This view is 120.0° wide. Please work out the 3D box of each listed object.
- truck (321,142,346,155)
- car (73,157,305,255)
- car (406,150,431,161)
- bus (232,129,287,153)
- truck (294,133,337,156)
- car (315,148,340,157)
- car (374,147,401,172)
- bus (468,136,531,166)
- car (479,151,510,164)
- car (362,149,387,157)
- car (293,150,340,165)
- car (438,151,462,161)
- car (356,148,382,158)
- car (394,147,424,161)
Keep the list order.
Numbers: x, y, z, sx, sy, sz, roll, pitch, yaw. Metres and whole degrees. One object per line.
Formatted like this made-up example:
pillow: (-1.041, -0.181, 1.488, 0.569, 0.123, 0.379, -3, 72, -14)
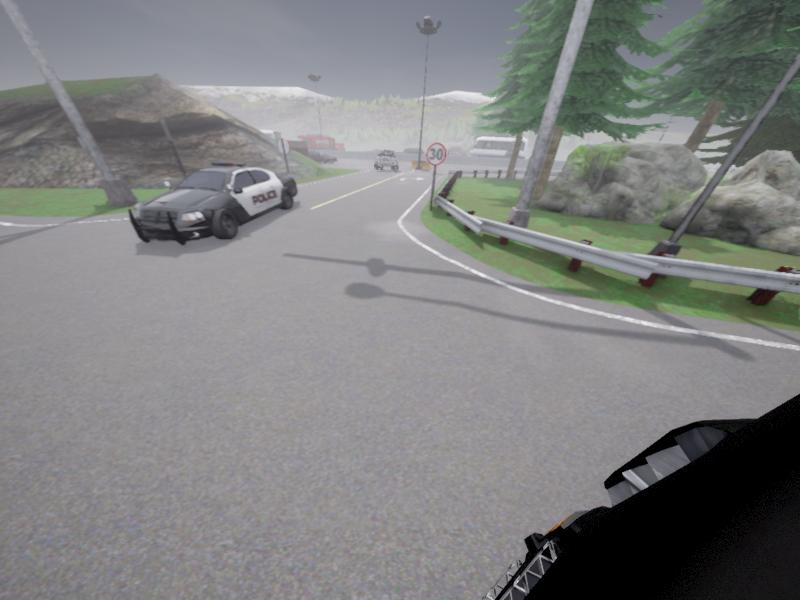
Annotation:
truck: (-16.731, -38.355, 58.424, 5.204, 2.467, 2.627, 9, 34, 11)
car: (-5.107, -3.158, 6.886, 2.038, 1.542, 4.974, 5, 36, 4)
car: (3.798, -30.564, 48.724, 4.856, 1.649, 2.033, 10, 34, 11)
bus: (-33.195, -37.786, 54.972, 10.273, 4.253, 3.944, 9, 34, 11)
truck: (-19.075, -35.313, 52.501, 8.468, 3.827, 2.891, 10, 34, 11)
car: (-15.544, -31.660, 49.509, 4.718, 1.301, 1.895, 9, 34, 11)
car: (-1.147, -13.681, 22.664, 1.932, 1.855, 4.605, 5, 30, 2)
bus: (18.921, -29.056, 45.011, 10.273, 4.253, 3.944, 10, 34, 10)
car: (19.818, -30.060, 48.548, 5.566, 2.045, 2.150, 9, 34, 11)
car: (-5.868, -34.085, 53.640, 5.357, 1.411, 2.033, 9, 34, 11)
car: (-11.023, -18.936, 30.593, 5.357, 1.411, 2.033, 10, 34, 11)
car: (10.899, -31.394, 50.357, 4.611, 1.667, 2.242, 10, 34, 11)
car: (-6.854, -32.326, 50.772, 5.366, 1.575, 1.801, 9, 34, 11)
car: (1.790, -29.073, 45.991, 5.566, 2.045, 2.150, 10, 34, 11)
